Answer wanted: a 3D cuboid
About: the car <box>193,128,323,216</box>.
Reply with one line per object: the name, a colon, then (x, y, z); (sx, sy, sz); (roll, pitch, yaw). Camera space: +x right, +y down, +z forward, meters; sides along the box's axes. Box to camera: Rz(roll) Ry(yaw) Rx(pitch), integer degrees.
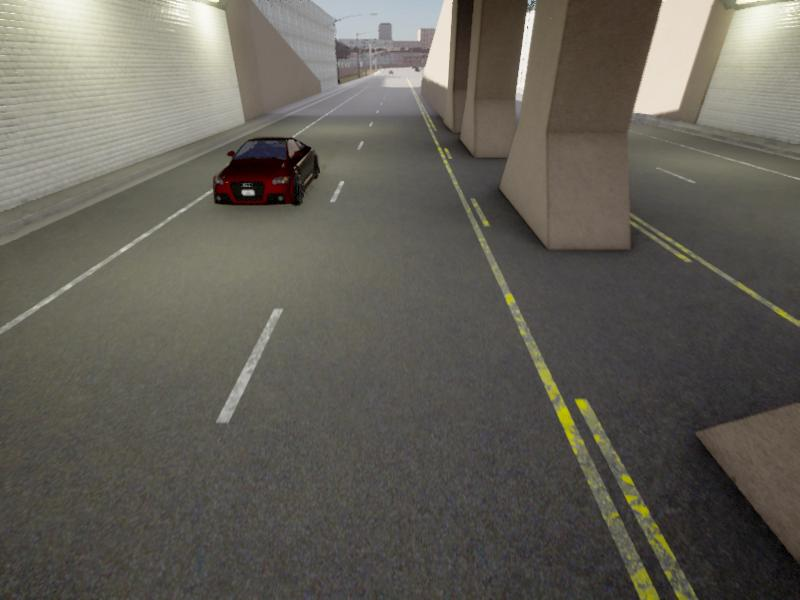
car: (-3.482, -3.628, 10.804); (1.994, 1.385, 4.181); (0, 30, 0)
